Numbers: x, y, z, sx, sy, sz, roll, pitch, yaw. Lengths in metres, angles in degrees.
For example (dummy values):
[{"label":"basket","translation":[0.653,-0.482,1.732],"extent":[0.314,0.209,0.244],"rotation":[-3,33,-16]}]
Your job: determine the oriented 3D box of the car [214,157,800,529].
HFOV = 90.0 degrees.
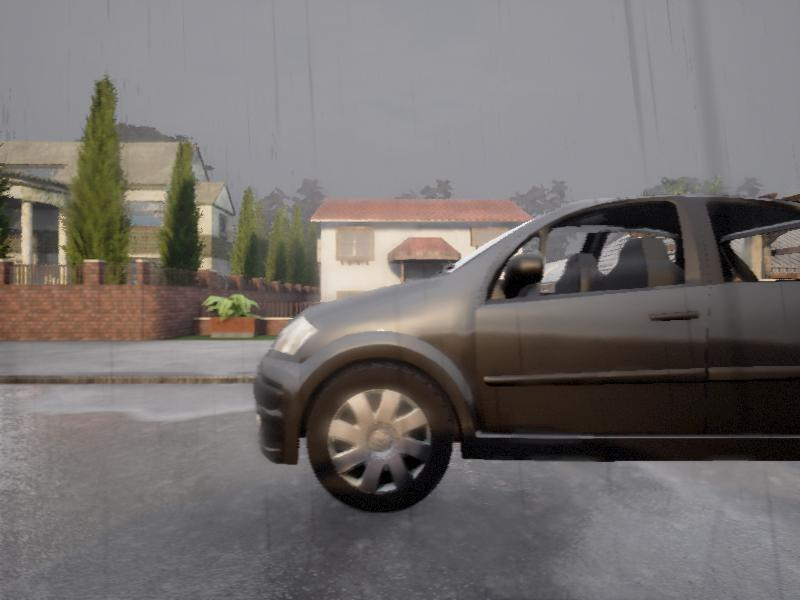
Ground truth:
[{"label":"car","translation":[1.173,0.189,2.689],"extent":[3.988,1.617,1.851],"rotation":[0,0,-1]}]
